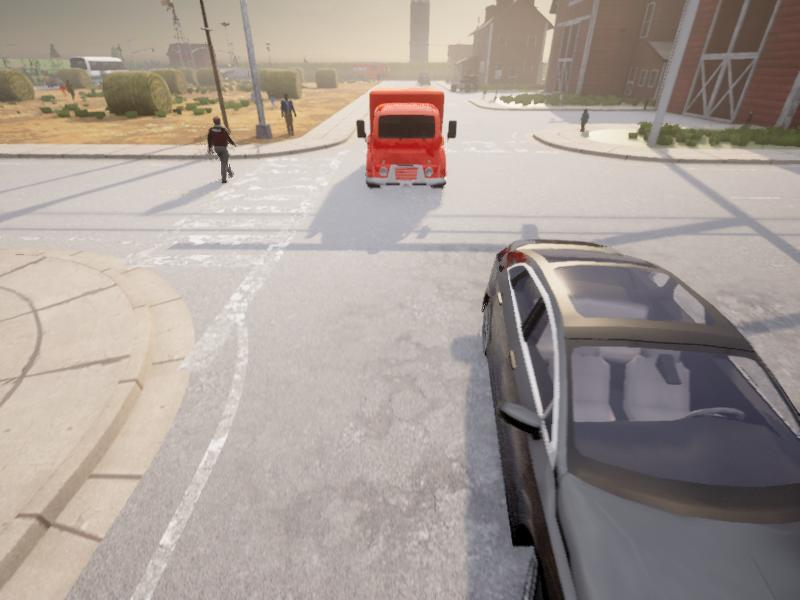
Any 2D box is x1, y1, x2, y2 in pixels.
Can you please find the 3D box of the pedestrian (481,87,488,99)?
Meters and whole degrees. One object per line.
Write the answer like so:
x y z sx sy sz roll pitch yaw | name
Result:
8.461 -20.729 40.048 0.500 1.100 0.500 10 32 16 | pedestrian

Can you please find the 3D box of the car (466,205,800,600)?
1.772 0.736 3.265 2.128 1.511 4.902 4 30 5 | car

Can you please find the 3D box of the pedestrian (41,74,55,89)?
-48.052 -29.799 54.578 0.751 1.860 0.751 -16 34 -25 | pedestrian

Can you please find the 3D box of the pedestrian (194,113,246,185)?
-5.189 -4.386 11.645 0.751 1.860 0.751 2 30 4 | pedestrian

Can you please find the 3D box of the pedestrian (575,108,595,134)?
9.107 -8.847 19.713 0.500 1.100 0.500 -23 38 -34 | pedestrian

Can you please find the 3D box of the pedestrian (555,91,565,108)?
12.275 -15.415 30.737 0.500 1.100 0.500 8 31 13 | pedestrian

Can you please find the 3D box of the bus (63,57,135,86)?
-52.780 -40.465 70.774 3.944 4.253 10.273 2 30 4 | bus

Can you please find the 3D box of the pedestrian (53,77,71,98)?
-34.076 -21.418 40.303 0.751 1.860 0.751 -25 39 -36 | pedestrian

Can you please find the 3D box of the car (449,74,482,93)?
8.412 -27.887 51.542 1.905 1.878 3.866 -29 39 -32 | car

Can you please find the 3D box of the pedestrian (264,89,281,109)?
-9.743 -15.376 30.627 0.751 1.300 0.751 12 32 19 | pedestrian

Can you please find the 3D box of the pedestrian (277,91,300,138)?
-5.111 -8.510 18.354 0.751 1.860 0.751 -9 32 -16 | pedestrian

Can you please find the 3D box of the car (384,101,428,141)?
0.302 -9.178 20.348 1.994 1.385 4.181 1 30 1 | car

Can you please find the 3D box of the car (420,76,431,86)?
4.522 -38.892 70.998 1.789 1.549 3.705 0 31 1 | car

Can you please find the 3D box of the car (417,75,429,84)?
4.686 -45.610 82.558 2.163 1.488 4.792 0 30 1 | car

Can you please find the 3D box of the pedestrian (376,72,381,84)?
-4.049 -41.935 75.515 0.751 1.860 0.751 -1 30 -2 | pedestrian

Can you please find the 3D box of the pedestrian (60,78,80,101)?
-30.225 -19.289 36.679 0.751 1.860 0.751 25 39 36 | pedestrian

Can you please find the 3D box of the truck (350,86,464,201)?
0.187 -4.986 12.113 2.627 2.467 5.204 0 30 1 | truck
